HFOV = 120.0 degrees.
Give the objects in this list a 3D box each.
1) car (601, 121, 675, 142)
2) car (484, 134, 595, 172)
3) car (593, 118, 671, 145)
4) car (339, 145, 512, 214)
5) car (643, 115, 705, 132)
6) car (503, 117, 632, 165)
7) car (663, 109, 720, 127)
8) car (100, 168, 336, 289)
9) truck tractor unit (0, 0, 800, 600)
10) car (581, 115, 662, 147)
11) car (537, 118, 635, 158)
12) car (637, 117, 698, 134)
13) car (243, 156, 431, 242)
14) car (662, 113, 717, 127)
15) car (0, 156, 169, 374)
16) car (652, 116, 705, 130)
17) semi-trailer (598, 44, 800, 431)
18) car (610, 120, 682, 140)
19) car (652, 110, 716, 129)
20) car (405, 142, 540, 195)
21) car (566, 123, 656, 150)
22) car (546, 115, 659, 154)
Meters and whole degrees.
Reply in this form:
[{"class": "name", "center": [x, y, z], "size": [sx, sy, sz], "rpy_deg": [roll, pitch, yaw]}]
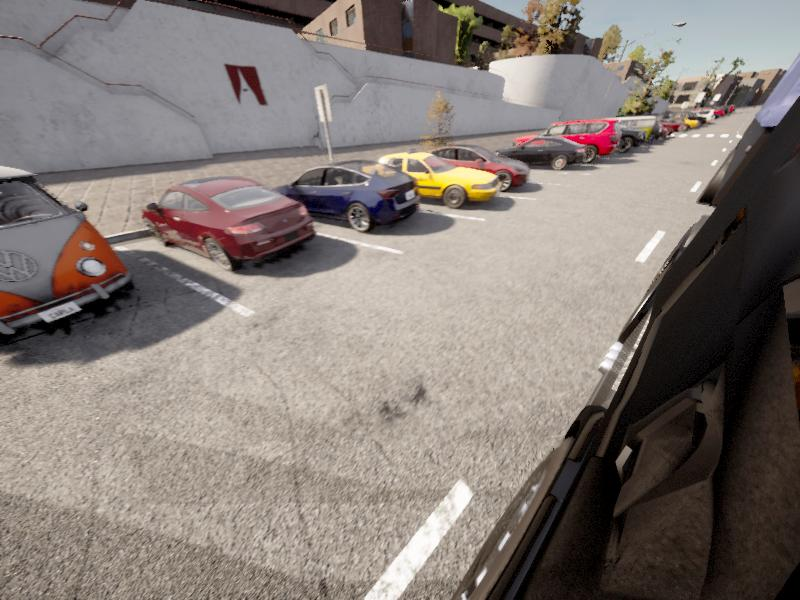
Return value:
[{"class": "car", "center": [23.342, -16.693, 22.946], "size": [4.674, 1.452, 2.002], "rpy_deg": [17, 42, 25]}, {"class": "car", "center": [7.375, -8.051, 12.626], "size": [4.674, 1.452, 2.002], "rpy_deg": [17, 41, 25]}, {"class": "car", "center": [21.078, -15.584, 21.363], "size": [4.553, 1.767, 2.185], "rpy_deg": [17, 42, 25]}, {"class": "car", "center": [0.688, -4.363, 8.082], "size": [5.366, 1.575, 1.946], "rpy_deg": [17, 41, 25]}, {"class": "car", "center": [39.242, -25.481, 33.378], "size": [5.366, 1.575, 1.946], "rpy_deg": [17, 42, 25]}, {"class": "car", "center": [9.615, -9.523, 13.942], "size": [5.566, 2.045, 2.435], "rpy_deg": [17, 41, 25]}, {"class": "car", "center": [50.844, -31.915, 40.539], "size": [5.566, 2.045, 2.435], "rpy_deg": [17, 42, 25]}, {"class": "car", "center": [-4.038, -1.939, 5.199], "size": [4.674, 1.452, 2.002], "rpy_deg": [17, 41, 25]}, {"class": "truck tractor unit", "center": [2.645, -0.295, 0.352], "size": [6.516, 4.208, 3.053], "rpy_deg": [-28, 44, -30]}, {"class": "car", "center": [18.664, -14.467, 19.891], "size": [4.442, 1.987, 1.878], "rpy_deg": [17, 42, 25]}, {"class": "car", "center": [12.029, -10.704, 15.376], "size": [4.442, 1.987, 1.878], "rpy_deg": [17, 41, 25]}, {"class": "car", "center": [34.841, -22.914, 30.349], "size": [4.792, 1.488, 2.163], "rpy_deg": [17, 41, 25]}, {"class": "car", "center": [-1.785, -3.169, 6.698], "size": [4.792, 1.488, 2.163], "rpy_deg": [17, 41, 25]}, {"class": "car", "center": [48.747, -30.400, 39.132], "size": [5.366, 1.575, 1.946], "rpy_deg": [17, 41, 25]}, {"class": "car", "center": [-6.225, -0.917, 3.510], "size": [4.442, 1.987, 1.878], "rpy_deg": [17, 40, 25]}, {"class": "car", "center": [41.700, -26.651, 34.813], "size": [4.674, 1.452, 2.002], "rpy_deg": [17, 41, 25]}, {"class": "semi-trailer", "center": [8.699, -3.606, 4.227], "size": [14.254, 4.402, 2.717], "rpy_deg": [-28, 44, -30]}, {"class": "car", "center": [25.663, -17.942, 24.418], "size": [4.792, 1.488, 2.163], "rpy_deg": [17, 41, 25]}, {"class": "car", "center": [44.014, -28.126, 36.107], "size": [5.566, 2.045, 2.435], "rpy_deg": [17, 41, 25]}, {"class": "car", "center": [2.835, -5.598, 9.650], "size": [4.792, 1.488, 2.163], "rpy_deg": [17, 41, 25]}, {"class": "car", "center": [16.501, -13.019, 18.502], "size": [4.892, 1.521, 2.231], "rpy_deg": [17, 42, 25]}, {"class": "car", "center": [14.232, -11.983, 16.873], "size": [5.566, 2.045, 2.435], "rpy_deg": [17, 41, 25]}]
